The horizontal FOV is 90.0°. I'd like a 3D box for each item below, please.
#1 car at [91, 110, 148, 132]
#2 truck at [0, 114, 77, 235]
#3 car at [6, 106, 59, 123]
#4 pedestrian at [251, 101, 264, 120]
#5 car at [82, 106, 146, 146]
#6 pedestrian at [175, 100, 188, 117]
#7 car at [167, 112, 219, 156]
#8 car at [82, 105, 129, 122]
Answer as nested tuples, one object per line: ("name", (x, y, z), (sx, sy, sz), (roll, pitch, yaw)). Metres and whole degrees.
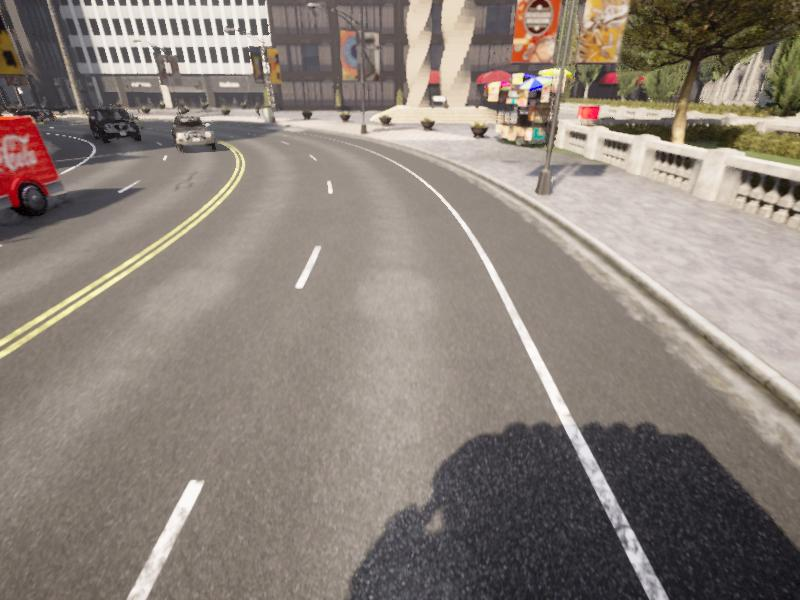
("car", (-24.331, -15.589, 34.746), (4.514, 1.525, 2.007), (16, 31, 28))
("truck", (-10.833, -2.744, 9.107), (2.627, 2.467, 5.204), (-2, 28, -5))
("car", (-39.194, -19.796, 42.752), (3.705, 1.549, 1.789), (3, 28, 7))
("pedestrian", (-15.683, -20.842, 44.087), (0.751, 1.860, 0.751), (23, 35, 37))
("car", (-19.169, -11.692, 26.710), (2.150, 2.045, 5.566), (-22, 35, -37))
("pedestrian", (-27.389, -24.054, 50.233), (0.751, 1.860, 0.751), (12, 30, 22))
("car", (-11.901, -9.590, 22.873), (1.932, 1.855, 4.605), (-14, 31, -26))
("car", (-32.930, -20.877, 44.788), (3.988, 1.617, 1.851), (8, 28, 14))
